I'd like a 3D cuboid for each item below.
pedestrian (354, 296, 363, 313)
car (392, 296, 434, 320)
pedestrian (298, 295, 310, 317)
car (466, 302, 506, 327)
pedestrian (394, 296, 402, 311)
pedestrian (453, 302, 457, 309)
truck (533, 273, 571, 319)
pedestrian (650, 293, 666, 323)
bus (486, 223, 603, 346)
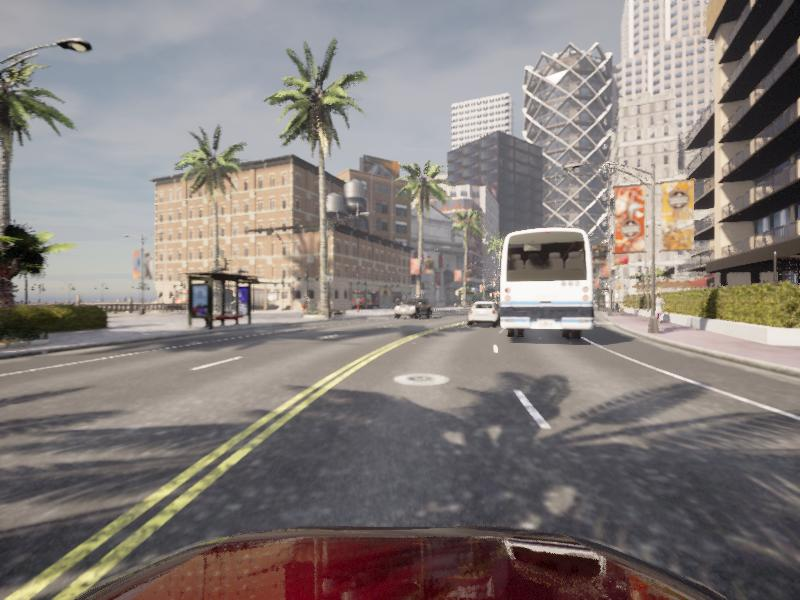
[{"bbox_3d":[-4.502,0.477,43.444,0.751,1.860,0.751,0,0,28],"label":"pedestrian"},{"bbox_3d":[1.197,0.655,33.657,1.932,1.855,4.605,0,-1,24],"label":"car"},{"bbox_3d":[-8.124,0.473,33.939,0.751,1.860,0.751,0,0,10],"label":"pedestrian"},{"bbox_3d":[5.617,0.859,25.840,1.970,1.475,3.806,0,0,21],"label":"car"},{"bbox_3d":[-0.247,0.482,50.854,0.751,1.860,0.751,0,0,22],"label":"pedestrian"},{"bbox_3d":[8.858,0.872,64.133,0.500,1.100,0.500,0,0,45],"label":"pedestrian"},{"bbox_3d":[14.495,-0.306,37.734,2.891,3.827,8.468,0,0,24],"label":"truck"},{"bbox_3d":[16.217,0.503,25.151,0.751,1.860,0.751,0,0,23],"label":"pedestrian"},{"bbox_3d":[6.674,-0.527,19.346,3.944,4.253,10.273,0,0,17],"label":"bus"}]
